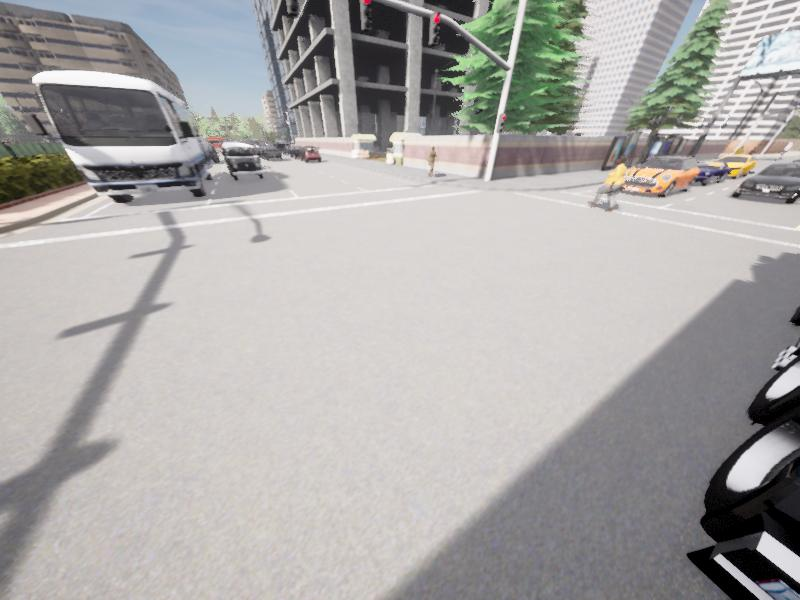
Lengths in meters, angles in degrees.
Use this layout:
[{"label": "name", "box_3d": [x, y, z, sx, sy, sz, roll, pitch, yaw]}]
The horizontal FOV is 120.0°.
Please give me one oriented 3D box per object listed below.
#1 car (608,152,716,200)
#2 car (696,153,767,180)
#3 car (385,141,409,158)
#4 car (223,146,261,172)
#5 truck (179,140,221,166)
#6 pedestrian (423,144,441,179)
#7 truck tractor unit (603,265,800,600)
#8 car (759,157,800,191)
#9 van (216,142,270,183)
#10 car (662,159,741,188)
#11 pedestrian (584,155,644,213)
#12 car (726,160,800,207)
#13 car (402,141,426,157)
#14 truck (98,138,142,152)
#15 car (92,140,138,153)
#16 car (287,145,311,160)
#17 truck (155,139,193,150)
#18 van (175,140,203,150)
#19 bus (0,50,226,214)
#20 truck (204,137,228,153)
[{"label": "car", "box_3d": [13.839, -6.704, 12.256, 4.553, 1.767, 2.097, -18, 39, -24]}, {"label": "car", "box_3d": [25.925, -10.501, 18.059, 5.008, 1.535, 1.882, -18, 39, -24]}, {"label": "car", "box_3d": [-0.512, -22.267, 34.120, 1.905, 1.878, 3.866, -18, 39, -24]}, {"label": "car", "box_3d": [-14.270, -12.827, 20.870, 2.152, 1.651, 5.027, -18, 39, -25]}, {"label": "truck", "box_3d": [-21.628, -16.288, 25.367, 2.390, 2.098, 6.274, -18, 39, -25]}, {"label": "pedestrian", "box_3d": [2.055, -8.904, 14.852, 0.751, 1.860, 0.751, -10, 36, -15]}, {"label": "truck tractor unit", "box_3d": [5.105, -0.305, 0.791, 6.516, 4.208, 3.053, -18, 38, -24]}, {"label": "car", "box_3d": [24.862, -7.839, 14.254, 4.892, 1.490, 1.837, -18, 39, -24]}, {"label": "van", "box_3d": [-10.631, -9.372, 15.563, 2.069, 2.038, 4.480, -21, 40, -28]}, {"label": "car", "box_3d": [19.911, -8.461, 15.278, 4.718, 1.301, 1.895, -18, 39, -24]}, {"label": "pedestrian", "box_3d": [7.996, -4.369, 8.722, 0.751, 1.860, 0.751, -15, 38, -21]}, {"label": "car", "box_3d": [18.610, -5.818, 11.287, 4.892, 1.490, 1.837, -18, 39, -24]}, {"label": "car", "box_3d": [2.037, -23.093, 35.333, 1.905, 1.878, 3.866, -18, 39, -24]}, {"label": "truck", "box_3d": [-52.156, -28.972, 43.209, 4.478, 2.038, 2.069, -18, 39, -24]}, {"label": "car", "box_3d": [-50.654, -27.476, 41.234, 4.605, 1.855, 1.932, -18, 39, -24]}, {"label": "car", "box_3d": [-13.938, -20.382, 31.827, 1.882, 1.535, 5.008, -18, 39, -25]}, {"label": "truck", "box_3d": [-56.438, -39.093, 57.984, 6.274, 2.098, 2.390, -18, 39, -24]}, {"label": "van", "box_3d": [-51.808, -38.248, 56.911, 4.442, 1.987, 1.775, -18, 39, -24]}, {"label": "bus", "box_3d": [-12.170, -8.028, 11.666, 3.944, 4.253, 10.273, -18, 40, -25]}, {"label": "truck", "box_3d": [-35.497, -30.054, 44.741, 2.627, 2.467, 5.204, -18, 39, -25]}]
